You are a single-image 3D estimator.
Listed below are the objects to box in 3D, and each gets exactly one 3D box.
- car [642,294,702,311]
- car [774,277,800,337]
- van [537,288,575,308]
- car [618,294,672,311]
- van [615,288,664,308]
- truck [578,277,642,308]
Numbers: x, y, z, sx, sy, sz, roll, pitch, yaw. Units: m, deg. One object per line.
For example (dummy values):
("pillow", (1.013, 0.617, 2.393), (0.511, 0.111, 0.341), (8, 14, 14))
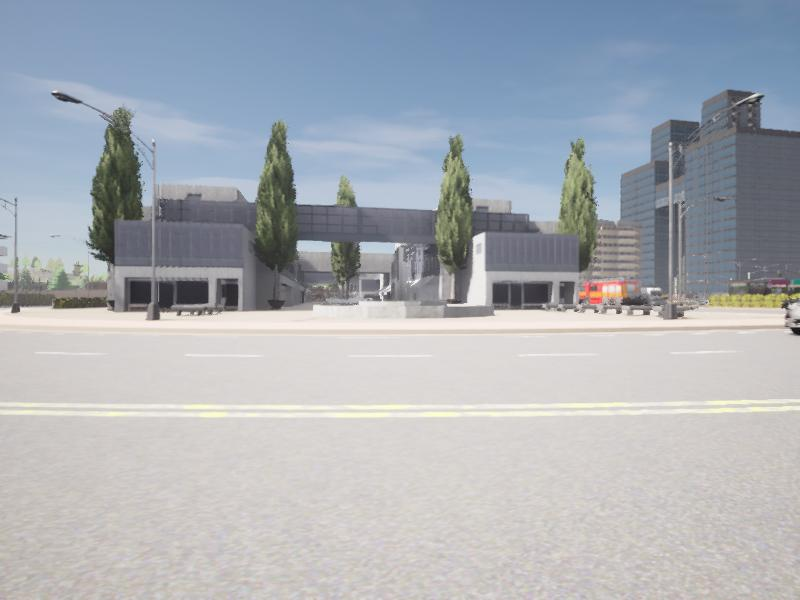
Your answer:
("car", (26.424, 0.210, 39.101), (1.801, 1.575, 5.366), (0, 0, -7))
("car", (12.687, 0.189, 10.771), (3.988, 1.617, 1.851), (0, 0, -11))
("van", (20.555, -0.262, 52.902), (1.988, 2.561, 5.915), (0, 0, -9))
("car", (23.109, 0.238, 37.906), (2.007, 1.525, 4.514), (0, 0, -7))
("van", (31.507, -0.266, 52.890), (1.988, 2.561, 5.915), (0, 0, -12))
("truck", (27.793, -0.907, 53.464), (2.891, 3.827, 8.468), (0, 0, -11))
